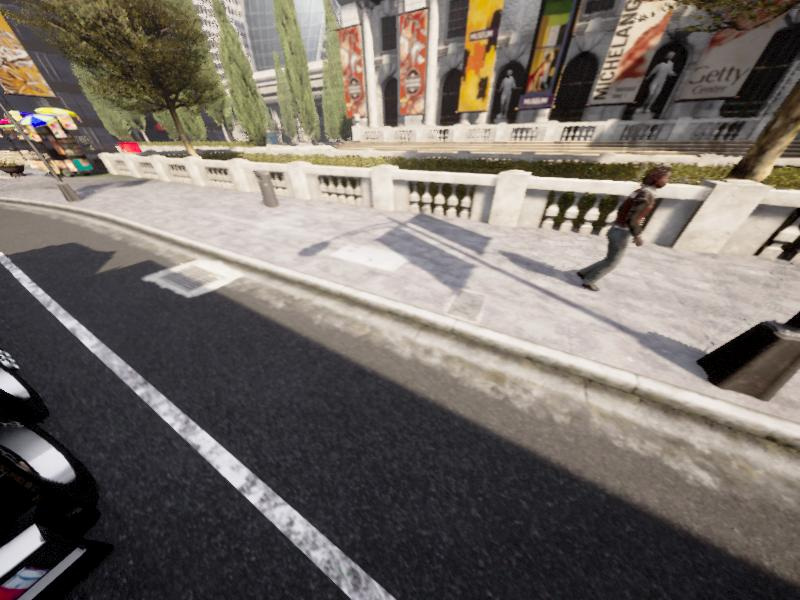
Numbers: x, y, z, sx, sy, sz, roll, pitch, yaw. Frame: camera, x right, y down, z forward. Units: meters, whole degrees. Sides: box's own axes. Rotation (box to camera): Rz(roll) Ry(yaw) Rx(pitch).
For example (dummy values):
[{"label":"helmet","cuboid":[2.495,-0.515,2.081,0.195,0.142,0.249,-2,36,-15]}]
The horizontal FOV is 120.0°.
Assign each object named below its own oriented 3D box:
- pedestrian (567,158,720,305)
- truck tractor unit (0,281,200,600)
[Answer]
[{"label":"pedestrian","cuboid":[3.277,-0.974,3.411,0.751,1.860,0.751,19,39,25]},{"label":"truck tractor unit","cuboid":[-5.145,-0.264,0.740,6.516,4.208,3.053,17,39,23]}]
